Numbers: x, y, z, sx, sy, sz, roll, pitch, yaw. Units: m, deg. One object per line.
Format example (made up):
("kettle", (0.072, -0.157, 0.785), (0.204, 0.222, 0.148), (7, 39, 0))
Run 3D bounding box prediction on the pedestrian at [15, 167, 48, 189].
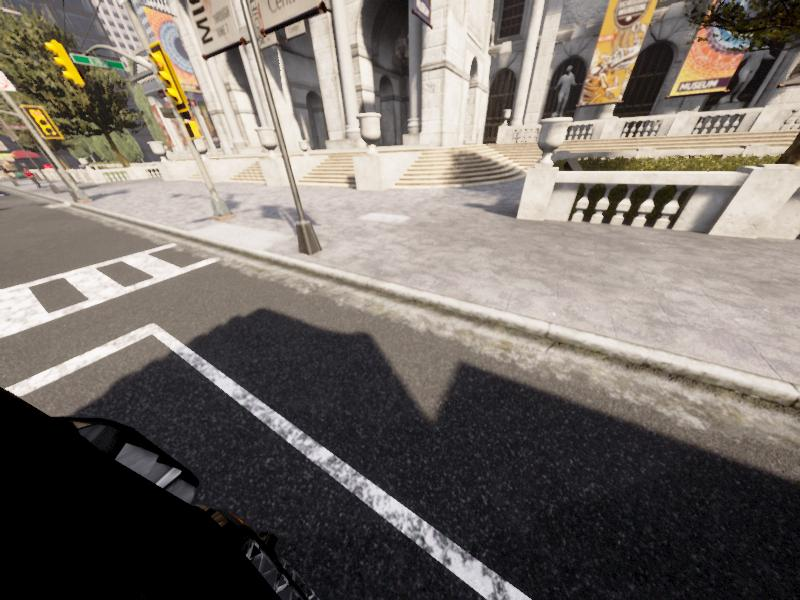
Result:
("pedestrian", (-36.695, -12.152, 23.053), (0.751, 1.860, 0.751), (6, 35, 14))
